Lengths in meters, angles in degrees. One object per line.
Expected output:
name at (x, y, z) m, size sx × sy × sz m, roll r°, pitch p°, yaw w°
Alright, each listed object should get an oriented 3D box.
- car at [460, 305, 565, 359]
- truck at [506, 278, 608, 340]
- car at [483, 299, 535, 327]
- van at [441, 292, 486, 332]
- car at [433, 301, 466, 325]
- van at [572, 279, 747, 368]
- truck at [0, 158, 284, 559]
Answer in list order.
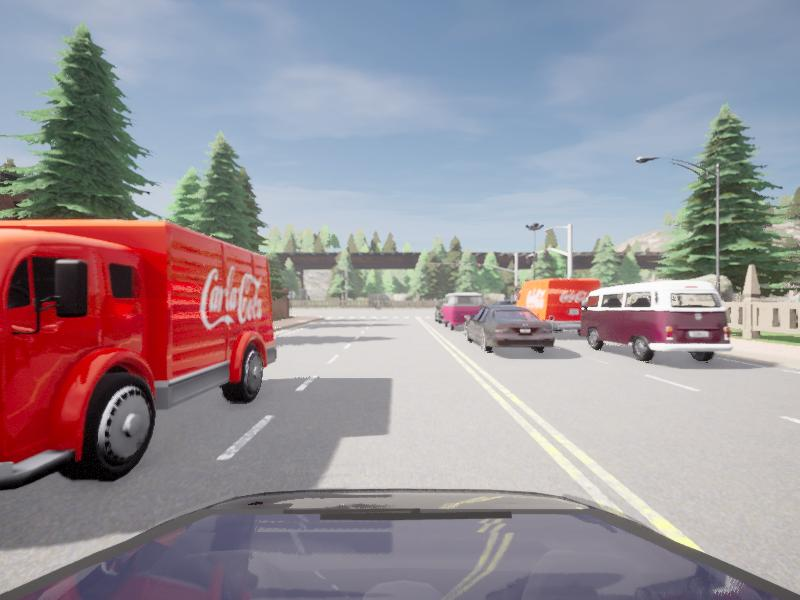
car at (3.442, 0.900, 13.539) m, size 2.033 × 1.411 × 5.357 m, roll 0°, pitch 0°, yaw 0°
truck at (6.924, 0.364, 18.440) m, size 2.627 × 2.467 × 5.204 m, roll 0°, pitch 0°, yaw 0°
car at (6.889, 0.788, 25.941) m, size 2.033 × 1.649 × 4.856 m, roll 0°, pitch 0°, yaw 0°
van at (3.405, 0.607, 22.110) m, size 1.775 × 1.987 × 4.442 m, roll 0°, pitch 0°, yaw 0°
car at (3.382, 0.825, 27.873) m, size 1.789 × 1.549 × 3.705 m, roll 0°, pitch 0°, yaw 0°
van at (6.949, 0.570, 11.474) m, size 2.069 × 2.038 × 4.480 m, roll 0°, pitch -1°, yaw 0°
truck at (-3.525, 0.358, 5.057) m, size 2.627 × 2.467 × 5.204 m, roll 0°, pitch 0°, yaw 0°
